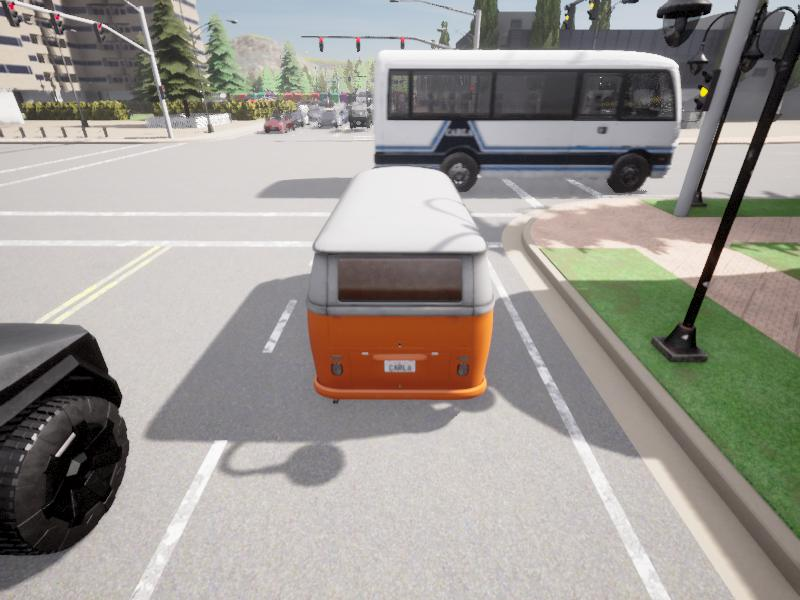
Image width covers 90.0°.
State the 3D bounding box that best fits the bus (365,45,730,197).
[{"bbox_3d":[4.157,-6.219,14.021,10.273,4.253,3.944,0,27,0],"label":"bus"}]

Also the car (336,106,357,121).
[{"bbox_3d":[-6.978,-24.695,52.894,2.128,1.511,4.902,0,27,0],"label":"car"}]

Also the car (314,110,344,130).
[{"bbox_3d":[-6.983,-18.014,39.899,2.038,1.542,4.974,0,27,0],"label":"car"}]

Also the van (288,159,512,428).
[{"bbox_3d":[0.011,-0.602,5.590,1.775,1.987,4.442,0,27,0],"label":"van"}]

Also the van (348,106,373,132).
[{"bbox_3d":[-3.576,-16.720,36.887,1.775,1.987,4.442,1,27,1],"label":"van"}]

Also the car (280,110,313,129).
[{"bbox_3d":[-10.483,-18.502,40.847,2.038,1.542,4.974,0,27,0],"label":"car"}]

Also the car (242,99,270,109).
[{"bbox_3d":[-33.823,-46.150,93.978,5.566,2.045,2.150,0,27,0],"label":"car"}]

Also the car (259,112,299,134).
[{"bbox_3d":[-10.548,-15.646,35.304,2.007,1.525,4.514,1,27,2],"label":"car"}]

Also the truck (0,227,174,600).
[{"bbox_3d":[-3.499,1.798,0.806,2.390,2.098,6.274,0,27,0],"label":"truck"}]

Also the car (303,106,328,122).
[{"bbox_3d":[-10.479,-23.180,49.821,2.033,1.649,4.856,0,27,0],"label":"car"}]

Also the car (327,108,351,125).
[{"bbox_3d":[-6.980,-21.210,46.108,2.007,1.525,4.514,0,27,0],"label":"car"}]

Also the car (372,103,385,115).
[{"bbox_3d":[-3.473,-31.222,65.425,1.930,1.638,5.238,0,27,0],"label":"car"}]
